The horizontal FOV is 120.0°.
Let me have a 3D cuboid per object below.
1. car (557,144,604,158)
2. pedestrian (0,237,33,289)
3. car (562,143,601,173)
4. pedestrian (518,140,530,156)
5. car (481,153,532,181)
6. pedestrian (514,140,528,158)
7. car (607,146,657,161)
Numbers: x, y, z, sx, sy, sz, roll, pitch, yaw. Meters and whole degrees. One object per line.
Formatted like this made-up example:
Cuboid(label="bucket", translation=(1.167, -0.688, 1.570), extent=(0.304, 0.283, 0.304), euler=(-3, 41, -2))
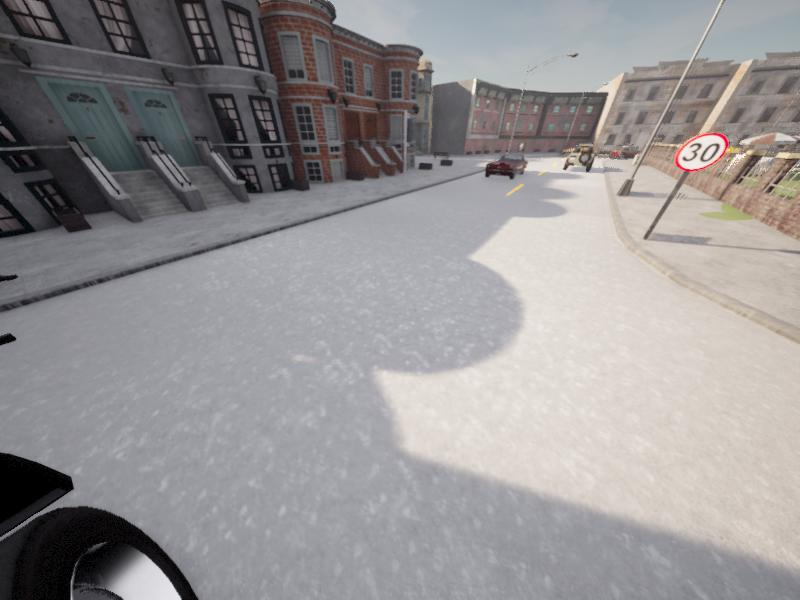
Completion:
Cuboid(label="car", translation=(25.666, -21.269, 32.955), extent=(5.008, 1.535, 1.882), euler=(-3, 35, -5))
Cuboid(label="pedestrian", translation=(-7.081, -1.047, 3.500), extent=(0.751, 1.860, 0.751), euler=(28, 44, 34))
Cuboid(label="car", translation=(15.716, -12.368, 19.953), extent=(1.932, 1.855, 4.605), euler=(22, 41, 28))
Cuboid(label="pedestrian", translation=(17.911, -21.970, 33.383), extent=(0.751, 1.860, 0.751), euler=(-22, 41, -29))
Cuboid(label="car", translation=(7.592, -9.453, 16.254), extent=(1.895, 1.301, 4.718), euler=(22, 41, 28))
Cuboid(label="pedestrian", translation=(15.195, -18.910, 29.021), extent=(0.751, 1.860, 0.751), euler=(-27, 43, -33))
Cuboid(label="car", translation=(29.518, -18.809, 29.548), extent=(3.806, 1.475, 1.970), euler=(6, 35, 7))
